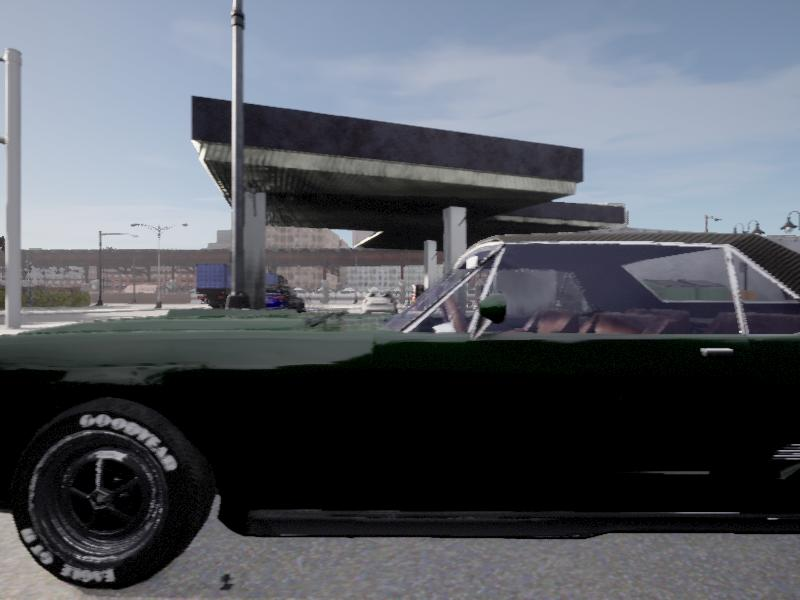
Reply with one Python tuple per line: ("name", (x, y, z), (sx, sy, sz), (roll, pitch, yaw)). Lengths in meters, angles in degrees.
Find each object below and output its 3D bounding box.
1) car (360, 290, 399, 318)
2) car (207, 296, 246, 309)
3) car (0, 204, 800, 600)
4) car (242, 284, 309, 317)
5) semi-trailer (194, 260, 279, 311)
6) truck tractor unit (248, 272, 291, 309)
("car", (-1.082, 0.197, 23.173), (1.970, 1.475, 3.806), (0, 0, 2))
("car", (-19.558, 0.290, 45.342), (2.033, 1.411, 5.357), (0, 0, 1))
("car", (0.532, 0.344, 2.223), (4.718, 1.301, 1.895), (0, 0, 0))
("car", (-6.842, 0.036, 22.535), (2.242, 1.667, 4.611), (0, 0, 2))
("semi-trailer", (-16.147, -1.222, 41.471), (2.717, 4.402, 14.254), (0, 0, 1))
("truck tractor unit", (-15.971, -1.126, 49.381), (3.053, 4.208, 6.516), (0, 0, 1))
